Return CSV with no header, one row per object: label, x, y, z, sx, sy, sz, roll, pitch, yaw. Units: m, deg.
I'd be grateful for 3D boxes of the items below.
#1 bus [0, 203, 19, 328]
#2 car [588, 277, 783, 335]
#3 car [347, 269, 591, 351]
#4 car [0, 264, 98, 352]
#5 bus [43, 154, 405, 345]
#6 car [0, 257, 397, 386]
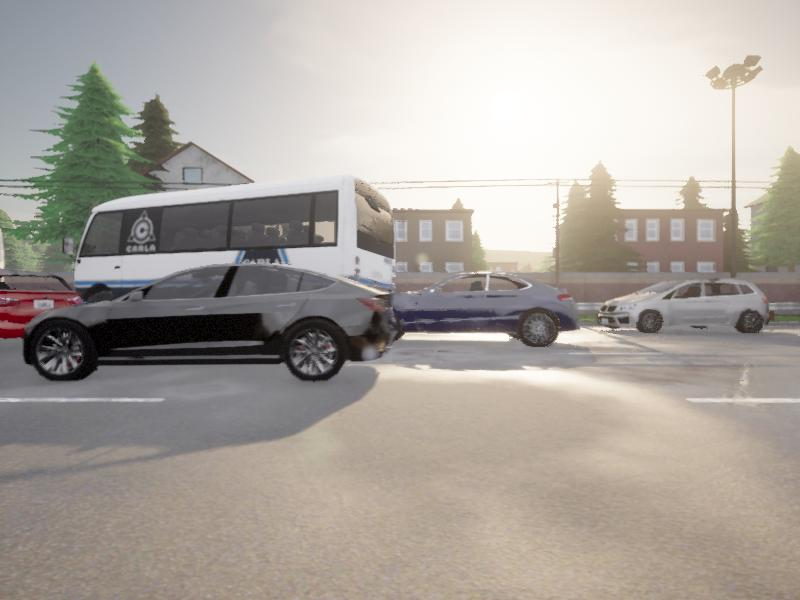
bus,-18.818,-1.152,12.446,10.273,4.253,3.944,0,0,1
car,8.793,0.162,12.706,4.611,1.667,2.242,0,0,0
car,1.476,0.183,9.433,5.027,1.651,2.152,0,0,6
car,-9.714,0.148,8.910,4.611,1.667,2.242,0,0,10
bus,-5.360,-1.136,12.443,10.273,4.253,3.944,0,-1,19
car,-2.439,0.249,5.699,4.792,1.488,2.163,0,0,0
